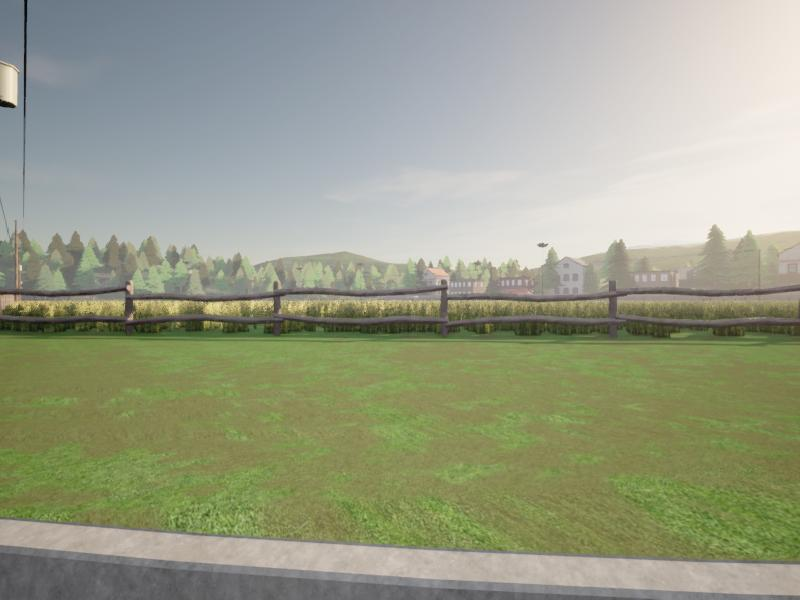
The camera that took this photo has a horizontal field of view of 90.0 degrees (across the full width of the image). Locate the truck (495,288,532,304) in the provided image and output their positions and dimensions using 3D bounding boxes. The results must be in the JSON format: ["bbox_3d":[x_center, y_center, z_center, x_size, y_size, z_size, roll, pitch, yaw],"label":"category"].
[{"bbox_3d":[27.712,-0.925,97.793,2.891,3.827,8.468,0,0,-43],"label":"truck"}]
